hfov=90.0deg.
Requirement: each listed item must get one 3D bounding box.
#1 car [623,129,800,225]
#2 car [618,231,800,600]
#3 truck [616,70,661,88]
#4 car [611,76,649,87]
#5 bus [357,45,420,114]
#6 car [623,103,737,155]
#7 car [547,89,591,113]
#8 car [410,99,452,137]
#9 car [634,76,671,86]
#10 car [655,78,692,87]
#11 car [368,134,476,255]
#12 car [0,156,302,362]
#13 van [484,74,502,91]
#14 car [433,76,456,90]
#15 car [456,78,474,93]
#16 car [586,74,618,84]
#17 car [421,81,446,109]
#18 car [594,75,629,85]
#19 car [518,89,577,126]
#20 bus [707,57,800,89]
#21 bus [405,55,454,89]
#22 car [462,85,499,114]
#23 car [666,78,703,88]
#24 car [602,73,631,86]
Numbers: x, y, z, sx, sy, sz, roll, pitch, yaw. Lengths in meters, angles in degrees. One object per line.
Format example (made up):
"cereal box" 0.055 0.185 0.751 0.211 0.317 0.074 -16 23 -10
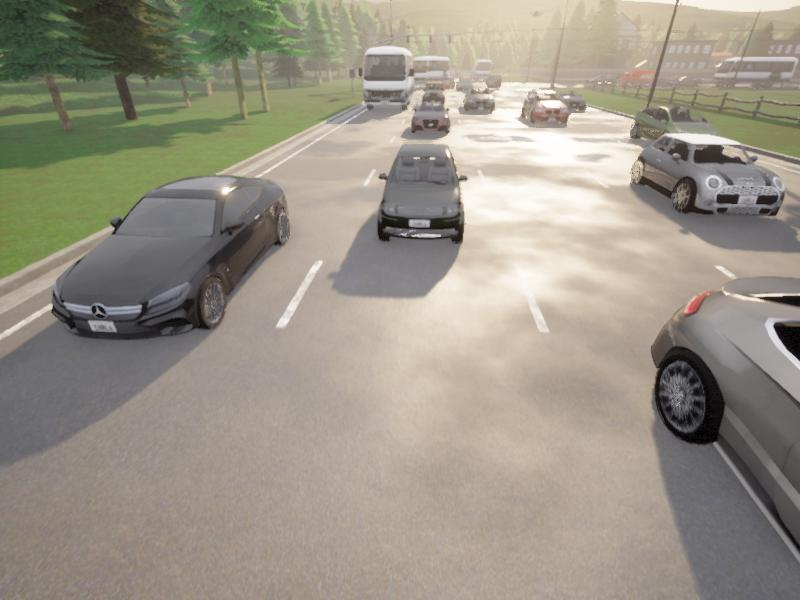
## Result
"car" 7.659 -3.282 10.150 1.970 1.475 3.806 2 30 4
"car" 3.539 1.325 2.130 2.152 1.651 5.027 2 30 2
"truck" 38.296 -35.570 64.368 5.204 2.467 2.627 2 30 4
"car" 38.781 -36.910 67.608 4.902 1.511 2.128 2 30 4
"bus" -0.593 -18.119 32.689 3.944 4.253 10.273 2 30 4
"car" 11.844 -7.560 17.415 2.007 1.525 4.514 2 30 4
"car" 13.151 -15.680 31.429 1.994 1.385 4.181 2 31 4
"car" 1.672 -9.798 21.349 1.994 1.385 4.181 2 31 4
"car" 44.278 -38.483 70.286 5.008 1.535 1.882 2 30 4
"car" 45.903 -36.540 67.217 4.718 1.301 1.895 2 30 4
"car" 0.503 -2.465 8.652 1.789 1.549 3.705 2 30 4
"car" -3.210 -1.097 6.414 1.812 1.442 4.674 2 30 3
"van" 13.143 -30.790 56.601 1.775 1.987 4.442 9 32 15
"car" 6.579 -32.040 59.018 2.242 1.667 4.611 10 32 17
"car" 8.795 -29.071 54.150 2.163 1.488 4.792 5 31 8
"car" 38.636 -42.310 76.662 4.611 1.667 2.242 2 30 3
"car" 2.831 -17.254 33.557 1.905 1.878 3.866 2 31 4
"car" 38.849 -40.510 73.640 5.027 1.651 2.152 2 30 3
"car" 9.042 -12.104 25.010 2.242 1.667 4.611 2 31 4
"bus" 55.433 -35.609 62.743 10.273 4.253 3.944 2 30 4
"bus" 4.707 -35.618 62.562 3.944 4.253 10.273 13 33 22
"car" 6.071 -15.484 30.770 2.242 1.667 4.611 2 30 4
"car" 45.568 -34.808 64.189 4.181 1.385 1.994 2 30 4
"car" 38.152 -38.873 70.580 3.866 1.878 1.905 2 30 4
